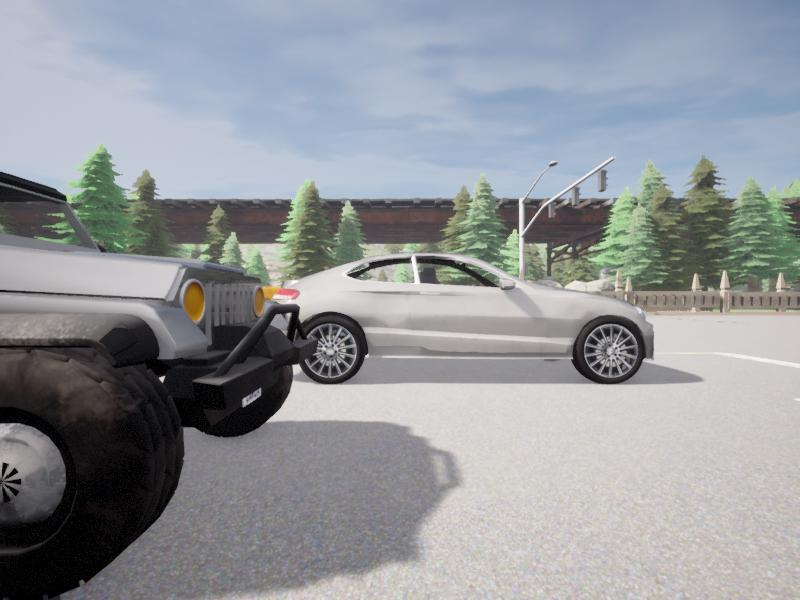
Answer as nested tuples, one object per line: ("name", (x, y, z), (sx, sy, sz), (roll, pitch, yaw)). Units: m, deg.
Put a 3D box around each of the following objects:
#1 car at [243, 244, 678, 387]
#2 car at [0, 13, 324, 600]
("car", (0.699, 0.181, 5.701), (5.027, 1.651, 2.152), (0, 0, 0))
("car", (-2.535, 0.046, 2.201), (3.866, 1.878, 1.905), (0, 0, 0))
